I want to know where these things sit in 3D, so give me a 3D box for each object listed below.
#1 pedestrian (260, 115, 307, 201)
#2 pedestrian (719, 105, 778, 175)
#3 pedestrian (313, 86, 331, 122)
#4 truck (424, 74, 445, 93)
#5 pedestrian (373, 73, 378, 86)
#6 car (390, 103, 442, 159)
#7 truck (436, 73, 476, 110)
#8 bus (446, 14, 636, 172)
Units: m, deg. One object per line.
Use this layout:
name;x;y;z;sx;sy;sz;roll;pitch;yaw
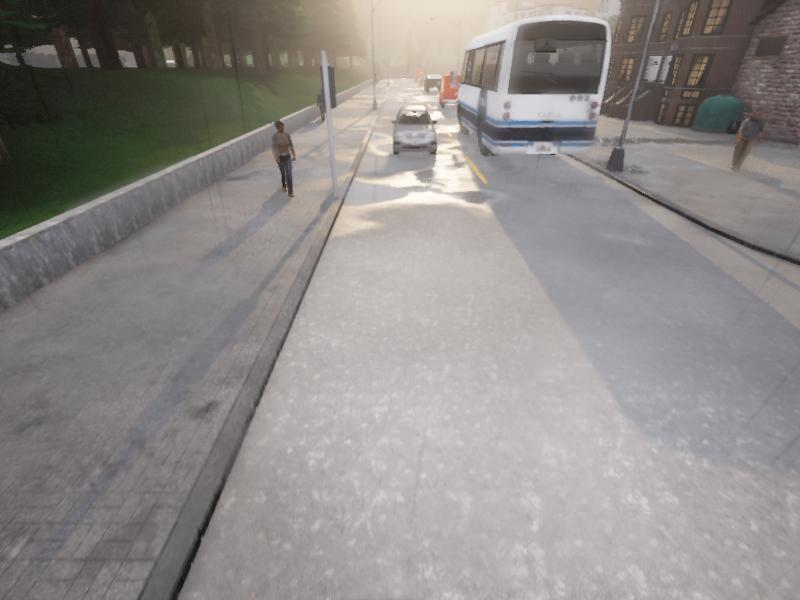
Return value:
pedestrian;-2.883;-3.536;9.957;0.751;1.860;0.751;-13;33;-21
pedestrian;10.663;-4.896;12.274;0.751;1.860;0.751;23;38;34
pedestrian;-4.660;-11.739;23.991;0.751;1.860;0.751;-1;30;-2
truck;4.685;-29.801;54.914;2.390;2.098;6.274;0;30;0
pedestrian;-4.118;-37.290;67.710;0.751;1.860;0.751;0;30;-1
car;0.567;-7.043;16.462;1.851;1.617;3.988;0;30;0
truck;4.642;-17.970;34.322;2.627;2.467;5.204;0;31;0
bus;4.512;-8.608;16.519;3.944;4.253;10.273;0;30;0
